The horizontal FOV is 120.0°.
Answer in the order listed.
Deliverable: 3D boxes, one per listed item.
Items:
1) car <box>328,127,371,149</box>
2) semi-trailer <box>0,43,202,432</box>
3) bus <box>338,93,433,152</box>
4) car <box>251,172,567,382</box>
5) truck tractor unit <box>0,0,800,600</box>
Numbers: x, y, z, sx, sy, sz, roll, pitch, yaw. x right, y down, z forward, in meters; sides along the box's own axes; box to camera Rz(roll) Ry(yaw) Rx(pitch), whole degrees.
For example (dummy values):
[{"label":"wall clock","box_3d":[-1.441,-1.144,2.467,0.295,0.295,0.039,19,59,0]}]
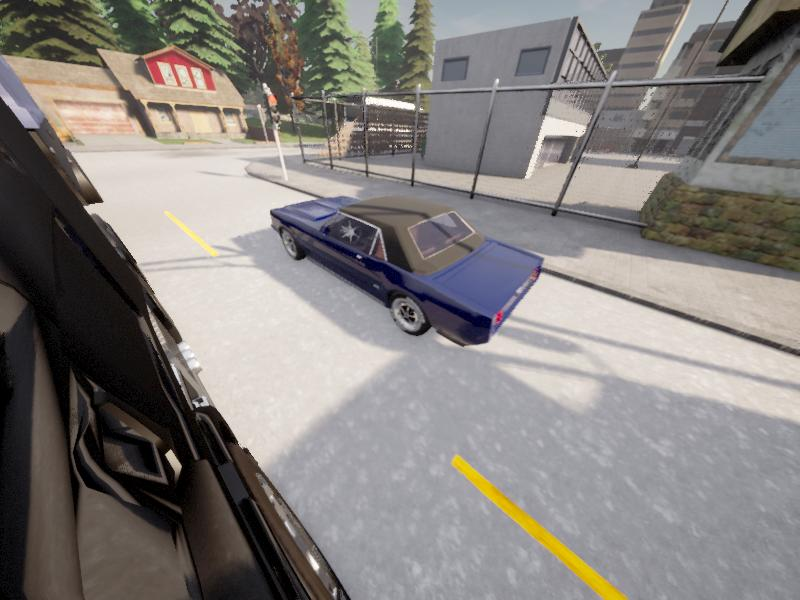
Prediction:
[{"label":"car","box_3d":[-5.681,-18.723,26.591,1.932,1.855,4.605,27,45,29]},{"label":"semi-trailer","box_3d":[-8.688,-3.624,4.220,14.254,4.402,2.717,28,44,30]},{"label":"bus","box_3d":[-1.129,-18.961,25.239,3.944,4.253,10.273,28,43,29]},{"label":"car","box_3d":[-0.323,-1.026,3.921,4.718,1.301,1.895,30,44,31]},{"label":"truck tractor unit","box_3d":[-2.645,-0.295,0.352,6.516,4.208,3.053,28,44,30]}]
